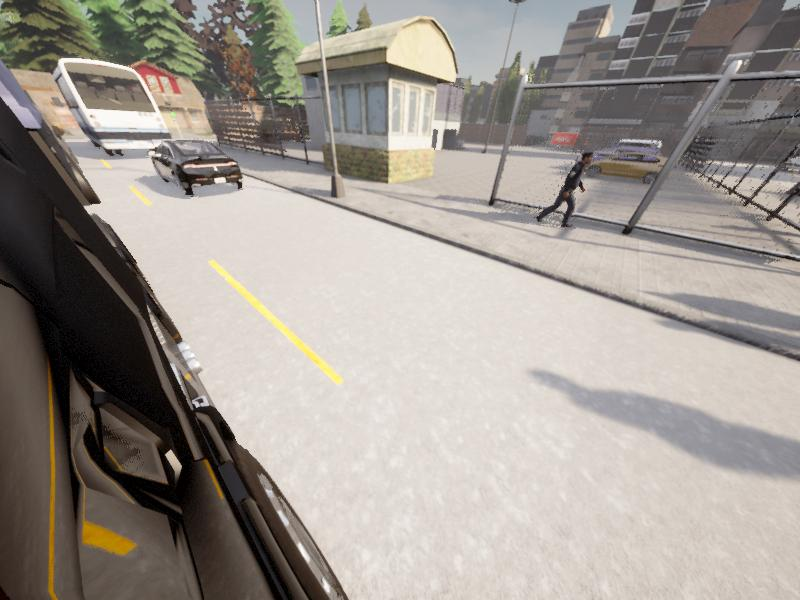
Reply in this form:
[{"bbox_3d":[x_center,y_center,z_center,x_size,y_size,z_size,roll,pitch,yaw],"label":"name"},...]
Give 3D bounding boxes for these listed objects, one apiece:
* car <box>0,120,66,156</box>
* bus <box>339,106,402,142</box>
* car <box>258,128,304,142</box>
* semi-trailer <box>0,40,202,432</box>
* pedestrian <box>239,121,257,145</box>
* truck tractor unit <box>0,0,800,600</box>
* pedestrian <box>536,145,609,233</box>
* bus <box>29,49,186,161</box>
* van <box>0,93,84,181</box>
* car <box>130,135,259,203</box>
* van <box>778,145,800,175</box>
[{"bbox_3d":[-22.702,-9.817,13.914,3.705,1.549,1.789,21,40,22],"label":"car"},{"bbox_3d":[-4.544,-29.294,38.769,3.944,4.253,10.273,28,44,30],"label":"bus"},{"bbox_3d":[-15.109,-20.984,29.480,1.895,1.301,4.718,30,44,31],"label":"car"},{"bbox_3d":[-8.718,-3.603,4.191,14.254,4.402,2.717,28,44,29],"label":"semi-trailer"},{"bbox_3d":[-14.978,-16.476,22.797,0.751,1.860,0.751,29,44,30],"label":"pedestrian"},{"bbox_3d":[-2.645,-0.295,0.351,6.516,4.208,3.053,28,44,30],"label":"truck tractor unit"},{"bbox_3d":[4.381,-2.847,5.972,0.751,1.860,0.751,27,43,28],"label":"pedestrian"},{"bbox_3d":[-19.241,-12.357,15.274,10.273,4.253,3.944,28,43,29],"label":"bus"},{"bbox_3d":[-16.169,-7.087,9.903,5.915,2.561,1.988,29,44,31],"label":"van"},{"bbox_3d":[-7.763,-5.119,8.692,4.902,1.511,2.128,29,44,30],"label":"car"},{"bbox_3d":[41.314,-13.875,22.729,1.988,2.561,5.915,27,43,28],"label":"van"}]
